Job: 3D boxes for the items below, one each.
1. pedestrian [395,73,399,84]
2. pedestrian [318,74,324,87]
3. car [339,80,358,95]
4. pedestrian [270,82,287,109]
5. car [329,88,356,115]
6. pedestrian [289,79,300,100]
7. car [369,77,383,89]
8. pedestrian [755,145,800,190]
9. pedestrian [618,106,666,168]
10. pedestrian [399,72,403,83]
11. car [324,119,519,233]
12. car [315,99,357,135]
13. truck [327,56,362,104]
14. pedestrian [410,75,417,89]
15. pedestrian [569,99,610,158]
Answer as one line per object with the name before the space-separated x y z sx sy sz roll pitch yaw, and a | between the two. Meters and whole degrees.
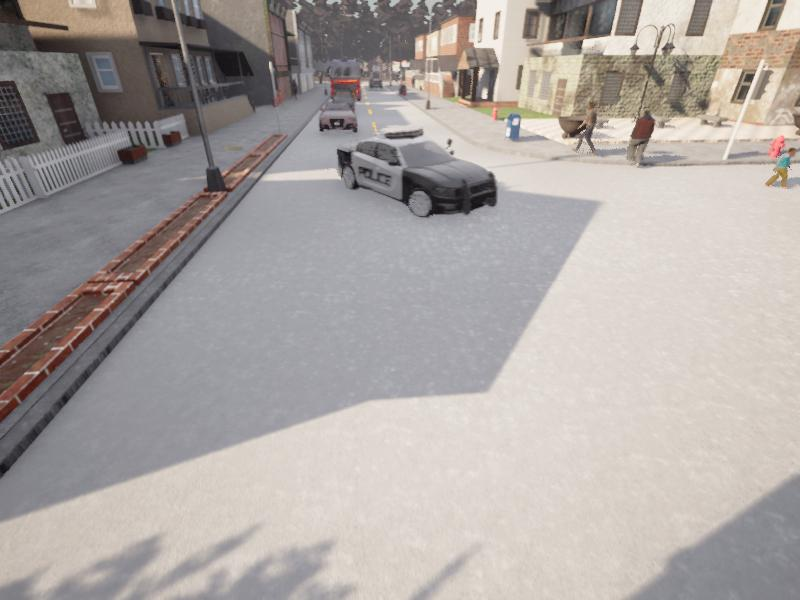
pedestrian | -0.614 -42.505 76.702 0.751 1.860 0.751 -4 31 -7
pedestrian | -13.070 -36.434 66.320 0.751 1.860 0.751 -1 30 -2
car | -6.490 -27.163 51.073 2.163 1.488 4.792 -3 30 -5
pedestrian | -9.473 -15.915 31.177 0.751 1.860 0.751 3 30 5
car | -4.284 -15.080 30.302 1.789 1.549 3.705 -3 31 -5
pedestrian | -10.474 -20.980 39.851 0.751 1.860 0.751 -11 32 -19
car | -3.804 -34.508 63.604 2.038 1.542 4.974 -3 30 -5
pedestrian | 10.669 -3.727 11.263 0.500 1.100 0.500 -14 33 -23
pedestrian | 8.197 -5.558 13.646 0.751 1.860 0.751 6 31 9
pedestrian | 0.215 -46.422 83.410 0.751 1.860 0.751 2 30 4
car | 0.232 -3.483 10.357 1.930 1.638 5.238 -22 37 -31
car | -3.412 -10.199 22.127 1.994 1.385 4.181 -3 31 -5
truck | -5.426 -22.309 40.436 2.891 3.827 8.468 -3 30 -5
pedestrian | 1.974 -31.970 58.674 0.751 1.860 0.751 7 31 12
pedestrian | 6.945 -6.321 14.728 0.751 1.860 0.751 -26 39 -37
